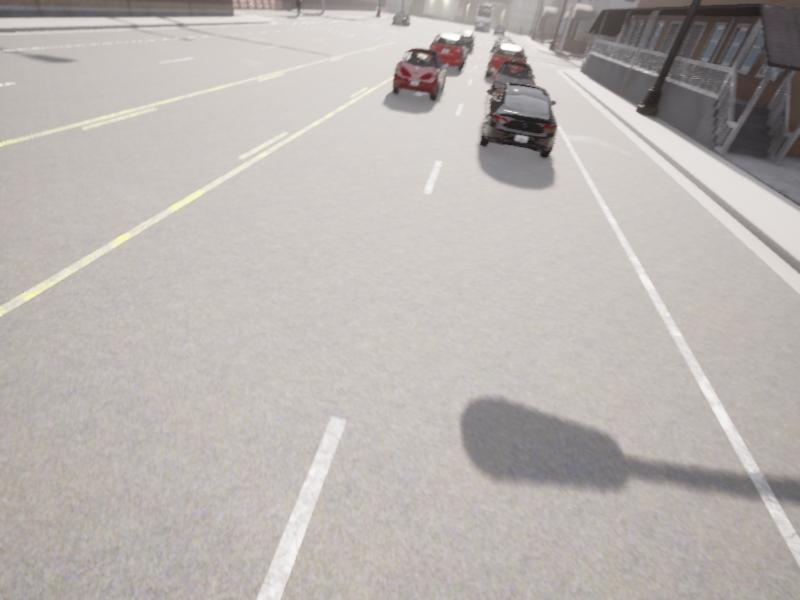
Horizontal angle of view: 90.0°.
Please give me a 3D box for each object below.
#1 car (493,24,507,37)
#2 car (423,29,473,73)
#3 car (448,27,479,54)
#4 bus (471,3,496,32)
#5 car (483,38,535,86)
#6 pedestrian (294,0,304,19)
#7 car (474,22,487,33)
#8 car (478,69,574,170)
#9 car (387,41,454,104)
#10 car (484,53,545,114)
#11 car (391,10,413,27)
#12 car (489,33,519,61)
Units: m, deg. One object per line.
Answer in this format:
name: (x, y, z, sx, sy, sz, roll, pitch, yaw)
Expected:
car: (17.682, -47.838, 70.986, 2.033, 1.649, 4.856, 13, 37, 5)
car: (2.957, -15.048, 24.033, 2.242, 1.667, 4.611, 12, 37, 5)
car: (5.648, -22.993, 35.351, 2.128, 1.511, 4.902, 13, 37, 5)
bus: (17.412, -58.807, 83.378, 3.944, 4.253, 10.273, 13, 37, 5)
car: (6.192, -13.806, 23.067, 2.242, 1.667, 4.611, 13, 37, 5)
pedestrian: (-10.302, -29.856, 40.768, 0.751, 1.860, 0.751, 13, 37, 5)
car: (15.313, -51.612, 75.719, 2.033, 1.411, 5.357, 13, 37, 5)
car: (3.330, -5.254, 11.225, 1.812, 1.442, 4.674, 12, 37, 5)
car: (0.874, -8.839, 15.413, 1.845, 1.501, 3.633, 13, 37, 5)
car: (4.545, -8.872, 16.243, 1.845, 1.501, 3.633, 13, 37, 5)
car: (0.293, -39.701, 56.400, 2.033, 1.649, 4.856, 13, 37, 5)
car: (8.901, -21.847, 34.506, 2.007, 1.525, 4.514, 13, 37, 5)
